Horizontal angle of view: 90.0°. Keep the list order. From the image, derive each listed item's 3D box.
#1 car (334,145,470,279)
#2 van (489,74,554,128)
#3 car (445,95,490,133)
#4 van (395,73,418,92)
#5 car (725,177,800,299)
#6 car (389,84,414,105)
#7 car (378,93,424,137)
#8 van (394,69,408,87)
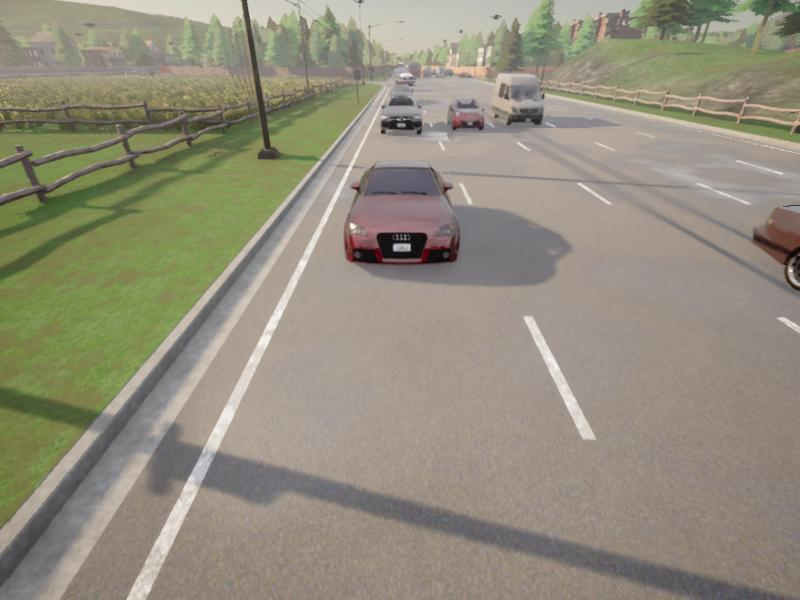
[{"bbox_3d":[0.036,-2.005,8.026,1.994,1.385,4.181,0,31,0],"label":"car"},{"bbox_3d":[7.074,-12.149,24.142,1.988,2.561,5.915,0,30,0],"label":"van"},{"bbox_3d":[3.571,-10.190,21.800,1.845,1.501,3.633,0,31,0],"label":"car"},{"bbox_3d":[0.746,-28.631,52.695,2.069,2.038,4.480,-6,31,-10],"label":"van"},{"bbox_3d":[7.026,-0.089,4.738,2.033,1.411,5.357,0,31,0],"label":"car"},{"bbox_3d":[0.112,-18.774,36.462,2.163,1.488,4.792,0,30,0],"label":"car"},{"bbox_3d":[0.072,-9.960,21.318,2.152,1.651,5.027,0,31,0],"label":"car"},{"bbox_3d":[0.191,-37.474,67.360,2.351,2.431,6.366,0,31,0],"label":"van"}]
